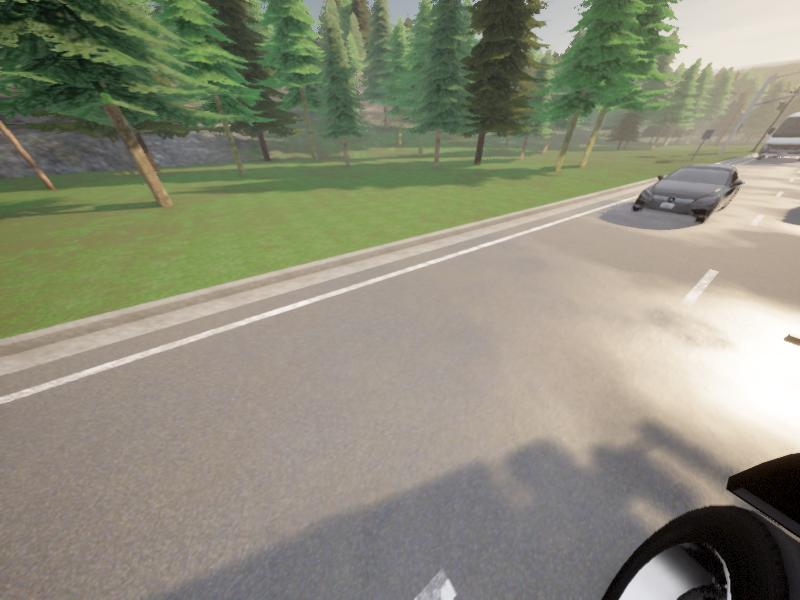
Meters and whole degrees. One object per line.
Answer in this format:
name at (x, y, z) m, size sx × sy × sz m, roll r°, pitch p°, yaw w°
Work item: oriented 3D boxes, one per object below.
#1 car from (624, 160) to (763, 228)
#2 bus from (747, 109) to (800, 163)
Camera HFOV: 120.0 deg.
car at (10.296, -3.899, 8.103) m, size 4.674 × 1.442 × 1.812 m, roll -21°, pitch 40°, yaw -26°
bus at (42.980, -17.373, 24.538) m, size 10.273 × 4.253 × 3.944 m, roll -19°, pitch 39°, yaw -24°
